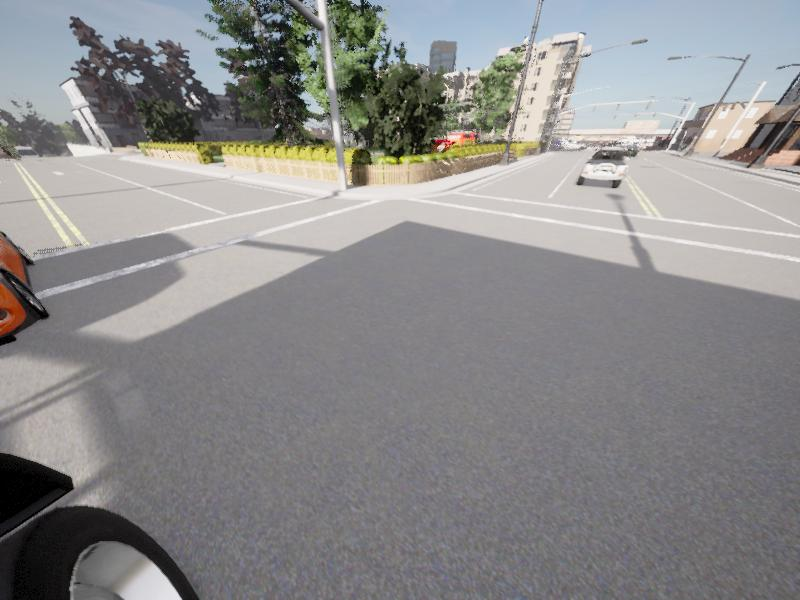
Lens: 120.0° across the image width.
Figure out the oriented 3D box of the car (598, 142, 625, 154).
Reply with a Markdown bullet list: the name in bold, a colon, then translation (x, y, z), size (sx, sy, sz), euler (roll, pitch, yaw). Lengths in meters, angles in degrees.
- **car**: translation (38.995, -28.143, 42.732), size (1.851, 1.617, 3.988), euler (6, 36, 8)

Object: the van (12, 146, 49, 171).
- **van**: translation (-61.832, -23.666, 38.803), size (5.915, 2.561, 1.988), euler (12, 35, 35)

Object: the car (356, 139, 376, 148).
- **car**: translation (-9.761, -45.777, 67.334), size (2.150, 2.045, 5.566), euler (28, 43, 33)

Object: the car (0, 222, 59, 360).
- **car**: translation (-7.118, -0.471, 3.010), size (4.553, 1.767, 2.097), euler (22, 41, 28)

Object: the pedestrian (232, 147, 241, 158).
- **pedestrian**: translation (-19.804, -17.878, 28.069), size (0.500, 1.100, 0.500), euler (-13, 37, -18)

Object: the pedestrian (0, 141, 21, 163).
- **pedestrian**: translation (-41.623, -15.642, 24.395), size (0.751, 1.860, 0.751), euler (25, 42, 31)

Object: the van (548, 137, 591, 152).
- **van**: translation (34.902, -32.301, 47.956), size (6.366, 2.431, 2.351), euler (10, 36, 14)

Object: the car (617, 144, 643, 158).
- **car**: translation (34.534, -22.511, 34.797), size (2.038, 1.542, 4.974), euler (22, 41, 28)

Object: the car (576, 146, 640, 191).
- **car**: translation (11.988, -7.860, 13.536), size (1.932, 1.855, 4.605), euler (22, 41, 28)
